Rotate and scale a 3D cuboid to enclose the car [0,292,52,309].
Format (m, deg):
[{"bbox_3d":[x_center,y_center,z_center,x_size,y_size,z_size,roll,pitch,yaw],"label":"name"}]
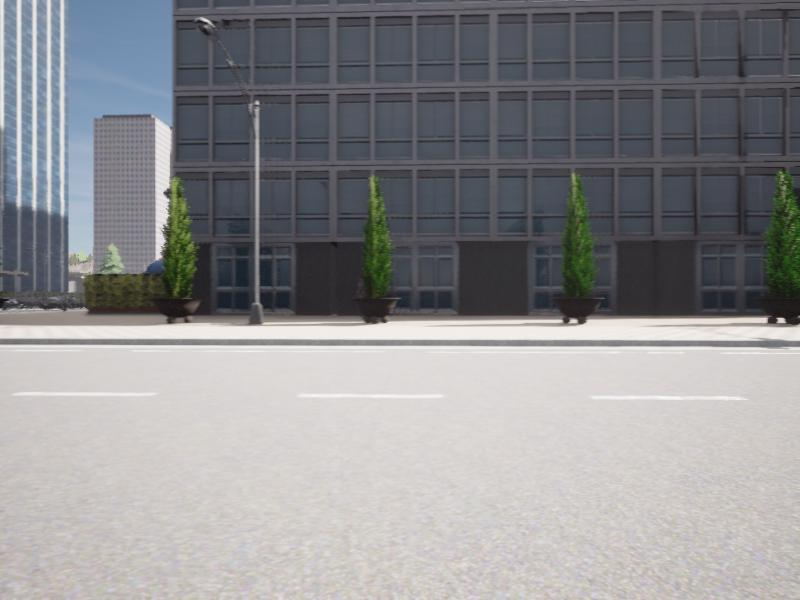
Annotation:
[{"bbox_3d":[-42.382,0.051,45.280,1.932,1.855,4.605,0,0,1],"label":"car"}]

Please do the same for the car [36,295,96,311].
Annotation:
[{"bbox_3d":[-32.006,0.266,38.487,1.812,1.442,4.674,0,0,1],"label":"car"}]

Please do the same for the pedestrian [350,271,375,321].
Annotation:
[{"bbox_3d":[-1.437,-0.144,15.382,0.751,1.860,0.751,0,0,17],"label":"pedestrian"}]
